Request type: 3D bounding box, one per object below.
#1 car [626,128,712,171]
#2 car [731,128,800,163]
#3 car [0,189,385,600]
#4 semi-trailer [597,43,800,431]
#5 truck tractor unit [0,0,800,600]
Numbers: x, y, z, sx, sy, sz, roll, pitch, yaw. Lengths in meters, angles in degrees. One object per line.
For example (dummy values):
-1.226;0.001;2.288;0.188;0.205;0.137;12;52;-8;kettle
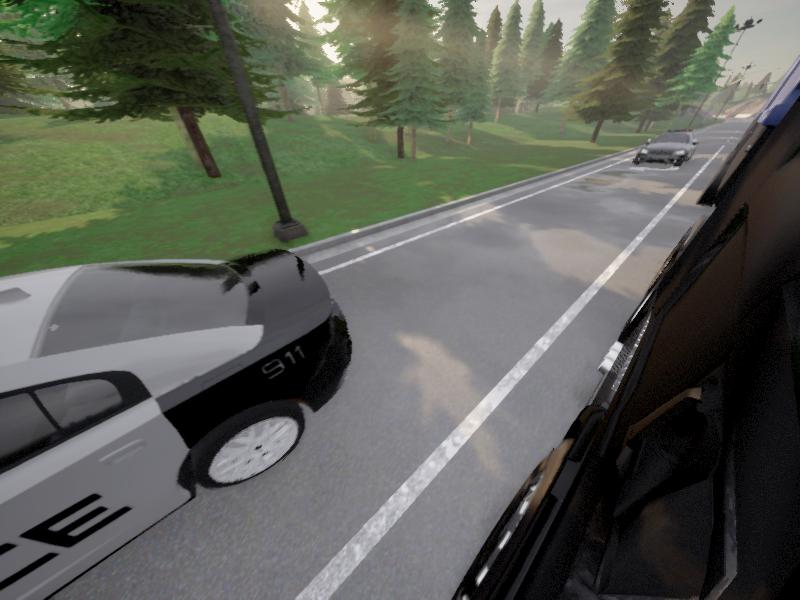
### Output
14.883;-8.423;12.752;4.974;1.542;2.038;-28;44;-30;car
21.243;-8.976;13.297;4.181;1.385;1.994;-28;44;-30;car
-2.809;0.904;1.186;5.238;1.638;1.930;-28;44;-30;car
8.709;-3.582;4.240;14.254;4.402;2.717;-28;44;-30;semi-trailer
2.645;-0.295;0.351;6.516;4.208;3.053;-28;44;-30;truck tractor unit
